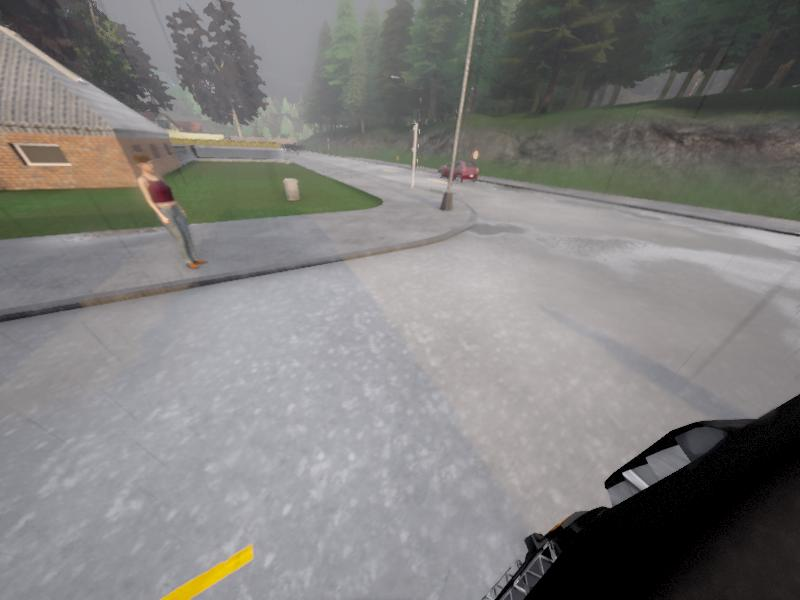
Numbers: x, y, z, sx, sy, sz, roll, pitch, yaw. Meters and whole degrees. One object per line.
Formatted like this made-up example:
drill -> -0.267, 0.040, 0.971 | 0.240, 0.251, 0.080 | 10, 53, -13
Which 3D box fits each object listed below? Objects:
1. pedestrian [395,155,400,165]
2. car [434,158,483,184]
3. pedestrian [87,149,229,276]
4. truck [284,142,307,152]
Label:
pedestrian -> -0.382, -19.664, 32.413 | 0.500, 1.100, 0.500 | -16, 38, -27
car -> 4.743, -10.810, 19.257 | 1.845, 1.501, 3.633 | -15, 37, -25
pedestrian -> -3.869, -1.437, 3.932 | 0.751, 1.860, 0.751 | 4, 34, 2
truck -> -27.586, -40.497, 61.184 | 2.390, 2.098, 6.274 | 7, 34, 6
